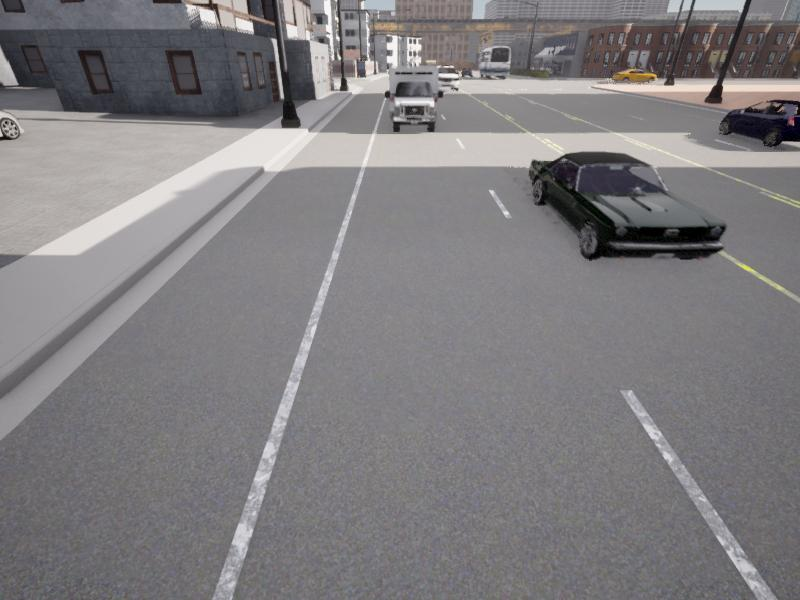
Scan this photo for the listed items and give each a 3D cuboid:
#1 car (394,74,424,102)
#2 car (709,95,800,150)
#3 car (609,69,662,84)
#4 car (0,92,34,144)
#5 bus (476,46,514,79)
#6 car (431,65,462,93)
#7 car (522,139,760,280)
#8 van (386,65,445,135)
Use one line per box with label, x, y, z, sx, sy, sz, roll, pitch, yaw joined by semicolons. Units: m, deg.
car;0.618;-16.256;30.552;2.128;1.511;4.902;0;32;0
car;14.618;-7.077;15.777;1.845;1.501;3.633;0;32;0
car;28.554;-27.208;48.636;5.008;1.535;1.882;1;31;1
car;-14.861;-5.826;13.148;1.970;1.475;3.806;0;32;0
bus;14.998;-38.038;64.253;3.944;4.253;10.273;1;31;2
car;4.135;-20.376;36.784;2.150;2.045;5.566;0;31;0
car;4.098;-2.096;7.966;1.895;1.301;4.718;0;32;0
van;0.619;-9.861;19.392;2.351;2.431;6.366;0;32;0
